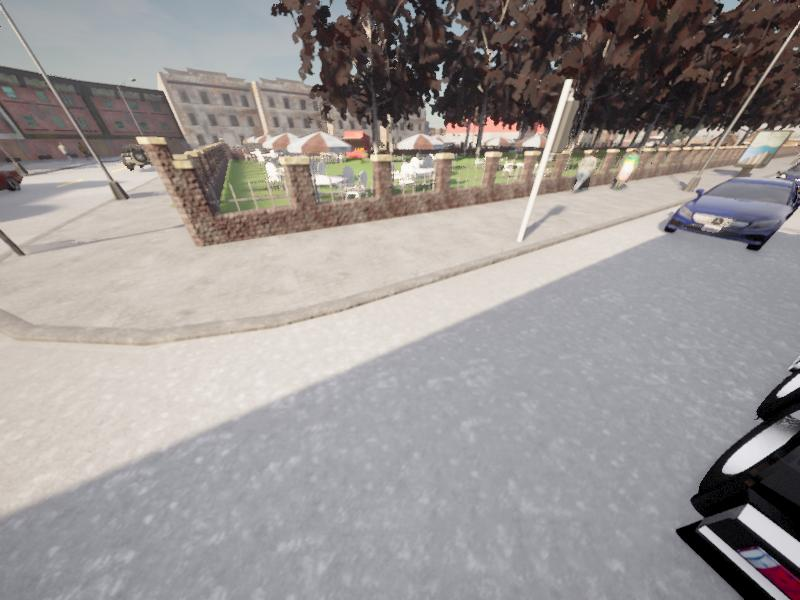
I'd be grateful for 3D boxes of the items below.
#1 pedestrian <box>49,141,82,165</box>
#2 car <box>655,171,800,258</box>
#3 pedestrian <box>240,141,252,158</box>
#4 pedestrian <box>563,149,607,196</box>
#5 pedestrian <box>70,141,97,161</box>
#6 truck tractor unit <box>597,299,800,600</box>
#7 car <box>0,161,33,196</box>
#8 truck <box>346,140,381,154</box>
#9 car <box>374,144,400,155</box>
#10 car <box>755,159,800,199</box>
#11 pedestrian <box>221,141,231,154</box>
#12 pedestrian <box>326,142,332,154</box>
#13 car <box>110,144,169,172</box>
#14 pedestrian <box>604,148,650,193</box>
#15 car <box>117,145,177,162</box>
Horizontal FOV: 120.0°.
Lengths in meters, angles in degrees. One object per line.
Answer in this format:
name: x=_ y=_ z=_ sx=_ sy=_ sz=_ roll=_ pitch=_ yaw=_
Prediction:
pedestrian: x=-31.217 y=-13.718 z=21.618 sx=0.751 sy=1.860 sz=0.751 roll=-15 pitch=38 yaw=-21
car: x=9.983 y=-2.730 z=6.771 sx=4.674 sy=1.442 sz=1.812 roll=-19 pitch=39 yaw=-25
pedestrian: x=-20.205 y=-19.753 z=30.405 sx=0.751 sy=1.860 sz=0.751 roll=-19 pitch=39 yaw=-25
pedestrian: x=8.708 y=-6.042 z=10.937 sx=0.751 sy=1.860 sz=0.751 roll=-19 pitch=39 yaw=-25
pedestrian: x=-34.856 y=-16.414 z=25.465 sx=0.751 sy=1.860 sz=0.751 roll=-11 pitch=36 yaw=-15
truck tractor unit: x=5.172 y=-0.234 z=0.697 sx=6.516 sy=4.208 sz=3.053 roll=-16 pitch=38 yaw=-21
car: x=-19.686 y=-5.213 z=10.203 sx=1.895 sy=1.301 sz=4.718 roll=-18 pitch=39 yaw=-25
truck: x=-7.089 y=-29.898 z=45.140 sx=6.274 sy=2.098 sz=2.390 roll=-19 pitch=39 yaw=-25
car: x=-2.439 y=-28.511 z=43.687 sx=4.514 sy=1.525 sz=2.007 roll=-18 pitch=39 yaw=-25
car: x=20.767 y=-6.264 z=11.878 sx=3.633 sy=1.501 sz=1.845 roll=-19 pitch=39 yaw=-25
pedestrian: x=-29.325 y=-25.802 z=39.026 sx=0.751 sy=1.860 sz=0.751 roll=-19 pitch=39 yaw=-26
pedestrian: x=-12.996 y=-27.786 z=42.212 sx=0.751 sy=1.860 sz=0.751 roll=-10 pitch=36 yaw=-14
car: x=-22.199 y=-12.400 z=20.004 sx=1.932 sy=1.855 sz=4.605 roll=-18 pitch=38 yaw=-25
pedestrian: x=11.346 y=-6.493 z=11.610 sx=0.751 sy=1.860 sz=0.751 roll=-18 pitch=39 yaw=-25
car: x=-30.935 y=-18.167 z=28.534 sx=1.882 sy=1.535 sz=5.008 roll=1 pitch=35 yaw=2
